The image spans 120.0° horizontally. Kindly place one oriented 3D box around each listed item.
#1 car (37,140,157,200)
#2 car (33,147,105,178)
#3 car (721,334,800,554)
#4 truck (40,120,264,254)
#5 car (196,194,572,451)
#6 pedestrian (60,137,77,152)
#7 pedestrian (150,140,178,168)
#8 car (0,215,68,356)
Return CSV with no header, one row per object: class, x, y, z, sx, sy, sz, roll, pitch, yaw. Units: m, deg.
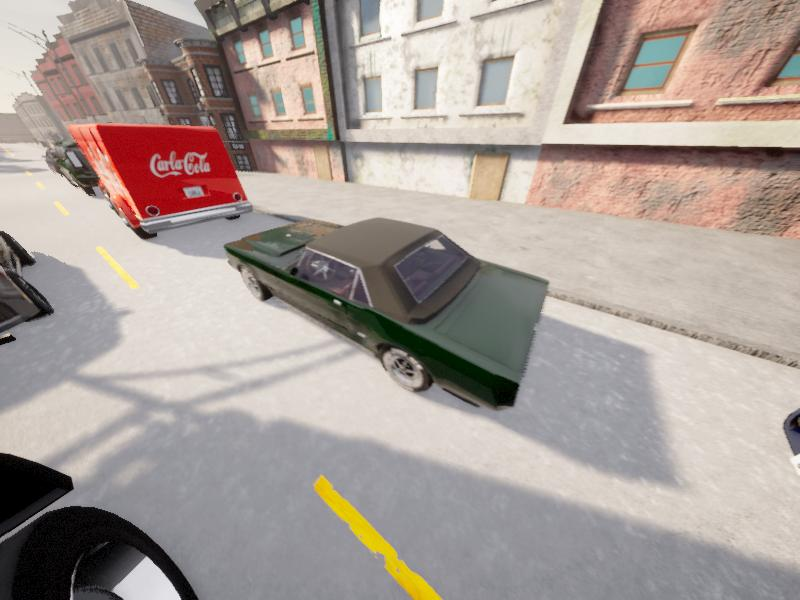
car,-14.846,-6.555,11.313,5.566,2.045,2.150,22,41,27
car,-23.200,-9.728,16.191,4.514,1.525,2.007,22,41,28
car,4.850,1.703,0.250,4.792,1.488,2.163,22,41,28
truck,-7.100,-3.572,6.774,5.204,2.467,2.627,22,41,28
car,-0.577,-0.427,3.386,4.718,1.301,1.895,22,40,27
pedestrian,-50.034,-23.426,34.886,0.751,1.860,0.751,27,43,32
pedestrian,-18.768,-11.640,18.427,0.751,1.860,0.751,24,41,30
car,-7.218,-0.486,3.087,4.611,1.667,2.242,22,41,27
